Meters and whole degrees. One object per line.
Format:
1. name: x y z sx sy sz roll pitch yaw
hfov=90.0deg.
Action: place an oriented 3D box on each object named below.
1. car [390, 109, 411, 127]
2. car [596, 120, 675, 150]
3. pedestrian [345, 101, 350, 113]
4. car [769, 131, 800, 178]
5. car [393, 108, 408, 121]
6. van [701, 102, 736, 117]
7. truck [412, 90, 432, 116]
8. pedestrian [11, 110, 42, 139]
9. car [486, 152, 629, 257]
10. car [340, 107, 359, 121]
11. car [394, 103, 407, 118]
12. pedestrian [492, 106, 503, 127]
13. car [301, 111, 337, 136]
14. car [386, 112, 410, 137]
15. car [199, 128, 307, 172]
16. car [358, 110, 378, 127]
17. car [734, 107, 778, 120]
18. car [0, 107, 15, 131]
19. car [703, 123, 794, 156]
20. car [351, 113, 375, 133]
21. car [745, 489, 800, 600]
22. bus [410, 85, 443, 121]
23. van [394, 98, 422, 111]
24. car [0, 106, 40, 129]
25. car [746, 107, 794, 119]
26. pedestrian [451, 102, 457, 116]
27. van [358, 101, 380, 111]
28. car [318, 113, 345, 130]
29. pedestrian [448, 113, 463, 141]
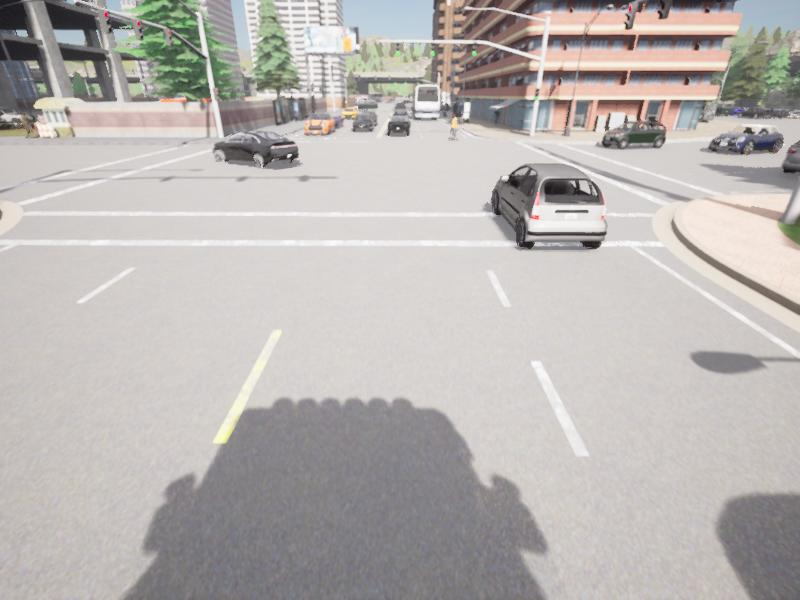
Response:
1. car: 0.049 -20.340 44.560 2.242 1.667 4.611 0 27 0
2. car: 14.676 -10.358 25.077 3.705 1.549 1.789 -6 28 -11
3. pedestrian: -9.688 -35.572 73.718 0.751 1.860 0.751 0 27 0
4. car: 18.342 -5.945 16.329 4.611 1.667 2.242 -7 28 -13
5. car: 0.078 -25.535 55.014 2.033 1.411 5.357 0 27 0
6. van: 50.661 -30.430 63.830 1.775 1.987 4.442 0 27 0
7. truck: 3.606 -33.506 67.913 2.891 3.827 8.468 0 27 0
8. pedestrian: -26.446 -12.415 28.350 0.751 1.860 0.751 1 27 1
9. car: 3.494 -2.537 9.856 1.851 1.617 3.988 0 27 0
10. car: -6.924 -25.734 55.242 1.882 1.535 5.008 0 27 0
11. car: 0.089 -29.288 61.796 1.905 1.878 3.866 0 27 0
12. pedestrian: 9.937 -18.779 40.923 0.751 1.860 0.751 2 27 3
13. car: -6.963 -15.412 34.796 2.097 1.767 4.553 0 27 0
14. car: -0.082 -15.460 35.060 1.930 1.638 5.238 1 27 2
15. car: -7.101 -7.359 19.348 4.902 1.511 2.128 17 31 29
16. car: -3.445 -20.151 44.385 1.837 1.490 4.892 0 27 0
17. car: 50.591 -26.637 56.953 1.837 1.490 4.892 0 27 0
18. car: -37.381 -16.065 35.535 3.866 1.878 1.905 0 27 0
19. car: 20.007 -9.282 23.062 3.806 1.475 1.970 -10 29 -18
20. car: -3.455 -16.866 37.968 1.837 1.490 4.892 0 27 0
21. car: 3.473 2.285 0.699 1.994 1.385 4.181 0 27 0
22. bus: 3.458 -27.789 56.291 3.944 4.253 10.273 0 27 0
23. van: 1.751 -42.020 85.915 5.915 2.561 1.988 0 27 0
24. car: -37.381 -17.406 38.153 3.866 1.878 1.905 0 27 0
25. car: 54.115 -27.456 58.660 2.033 1.411 5.357 0 27 0
26. pedestrian: 8.501 -29.908 62.663 0.751 1.860 0.751 1 27 2
27. van: -6.698 -41.786 86.106 4.442 1.987 1.775 0 27 0
28. car: -6.952 -18.381 41.143 1.895 1.301 4.718 0 27 0
29. pedestrian: 4.008 -12.573 29.089 0.751 1.860 0.751 -6 28 -12
